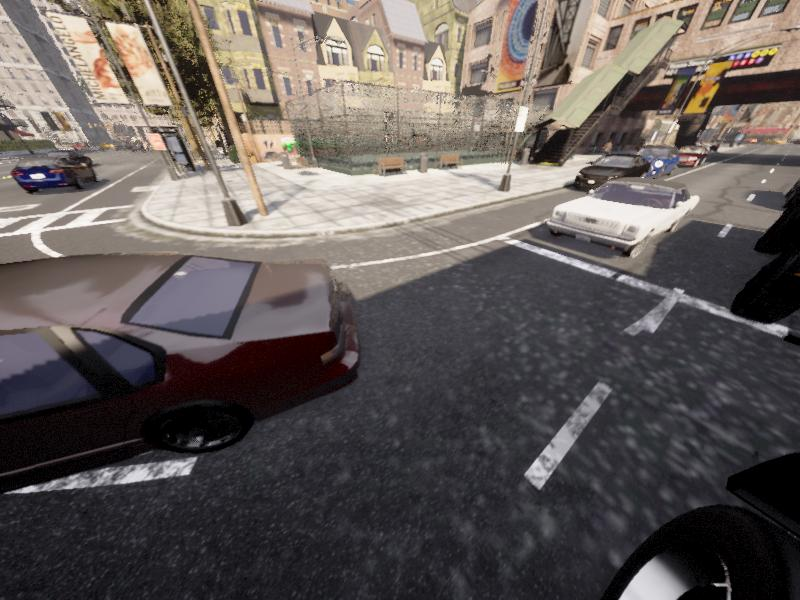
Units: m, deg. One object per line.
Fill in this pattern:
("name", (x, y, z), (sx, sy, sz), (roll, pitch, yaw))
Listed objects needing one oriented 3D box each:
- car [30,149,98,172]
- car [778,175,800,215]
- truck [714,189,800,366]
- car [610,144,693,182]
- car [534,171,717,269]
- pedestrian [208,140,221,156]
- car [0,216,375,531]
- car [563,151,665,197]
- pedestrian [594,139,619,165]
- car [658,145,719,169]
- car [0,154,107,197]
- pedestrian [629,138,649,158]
("car", (-30.831, -13.078, 21.471), (2.033, 1.411, 5.357), (-23, 41, -28))
("car", (16.013, -4.184, 8.257), (5.238, 1.638, 1.930), (-22, 41, -28))
("truck", (7.609, -0.894, 3.279), (6.274, 2.098, 2.390), (-22, 41, -28))
("car", (16.056, -8.890, 14.789), (4.553, 1.767, 2.185), (-23, 41, -28))
("car", (6.001, -2.398, 6.118), (4.718, 1.301, 1.895), (-22, 40, -27))
("pedestrian", (-25.444, -20.840, 31.697), (0.751, 1.860, 0.751), (-23, 41, -29))
("car", (-3.106, 0.493, 2.020), (5.357, 1.411, 2.033), (-10, 36, -14))
("car", (10.897, -6.554, 11.747), (5.008, 1.535, 2.097), (-23, 41, -28))
("pedestrian", (17.717, -12.732, 19.842), (0.751, 1.860, 0.751), (-22, 41, -28))
("car", (24.863, -12.406, 19.907), (4.892, 1.521, 2.231), (-23, 41, -28))
("car", (-18.805, -7.006, 12.697), (2.163, 1.488, 4.792), (-23, 41, -28))
("pedestrian", (26.911, -17.165, 26.035), (0.751, 1.860, 0.751), (-20, 40, -26))
